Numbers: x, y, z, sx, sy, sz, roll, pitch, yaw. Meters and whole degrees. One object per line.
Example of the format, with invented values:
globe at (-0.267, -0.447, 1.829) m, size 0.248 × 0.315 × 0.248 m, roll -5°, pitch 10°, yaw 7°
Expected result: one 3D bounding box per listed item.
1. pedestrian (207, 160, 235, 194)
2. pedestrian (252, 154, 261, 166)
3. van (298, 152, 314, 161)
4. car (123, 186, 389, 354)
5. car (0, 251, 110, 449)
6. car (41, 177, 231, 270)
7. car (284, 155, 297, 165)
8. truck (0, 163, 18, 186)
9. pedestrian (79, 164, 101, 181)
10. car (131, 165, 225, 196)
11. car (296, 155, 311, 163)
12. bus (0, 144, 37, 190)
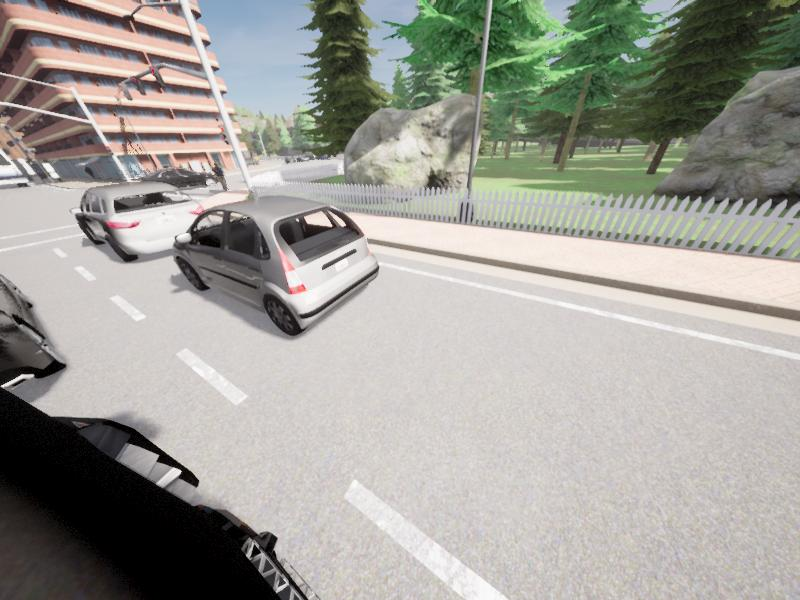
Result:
pedestrian at (-11.653, -8.014, 15.078) m, size 0.751 × 1.860 × 0.751 m, roll -27°, pitch 40°, yaw -31°
pedestrian at (-27.686, -27.048, 44.690) m, size 0.751 × 1.860 × 0.751 m, roll -7°, pitch 34°, yaw -6°
van at (-24.315, -37.096, 59.760) m, size 4.442 × 1.987 × 1.775 m, roll 26°, pitch 43°, yaw 36°
car at (-2.422, -0.933, 4.082) m, size 3.988 × 1.617 × 1.851 m, roll 16°, pitch 38°, yaw 27°
car at (-6.014, 0.302, 2.585) m, size 4.902 × 1.511 × 2.128 m, roll 16°, pitch 38°, yaw 27°
car at (-7.775, -2.554, 6.876) m, size 4.611 × 1.667 × 2.242 m, roll 17°, pitch 38°, yaw 27°
car at (-23.077, -29.497, 48.622) m, size 1.789 × 1.549 × 3.705 m, roll -19°, pitch 36°, yaw -23°
truck at (-60.300, -18.931, 33.612) m, size 8.468 × 3.827 × 2.891 m, roll 16°, pitch 38°, yaw 27°
pedestrian at (-39.099, -16.084, 29.161) m, size 0.751 × 1.860 × 0.751 m, roll 14°, pitch 37°, yaw 23°
car at (-17.067, -9.484, 18.096) m, size 1.837 × 1.490 × 4.892 m, roll 21°, pitch 41°, yaw 30°
car at (-22.296, -32.627, 53.369) m, size 1.970 × 1.475 × 3.806 m, roll -23°, pitch 38°, yaw -27°
bus at (-49.466, -15.822, 27.723) m, size 10.273 × 4.253 × 3.944 m, roll 16°, pitch 38°, yaw 27°
